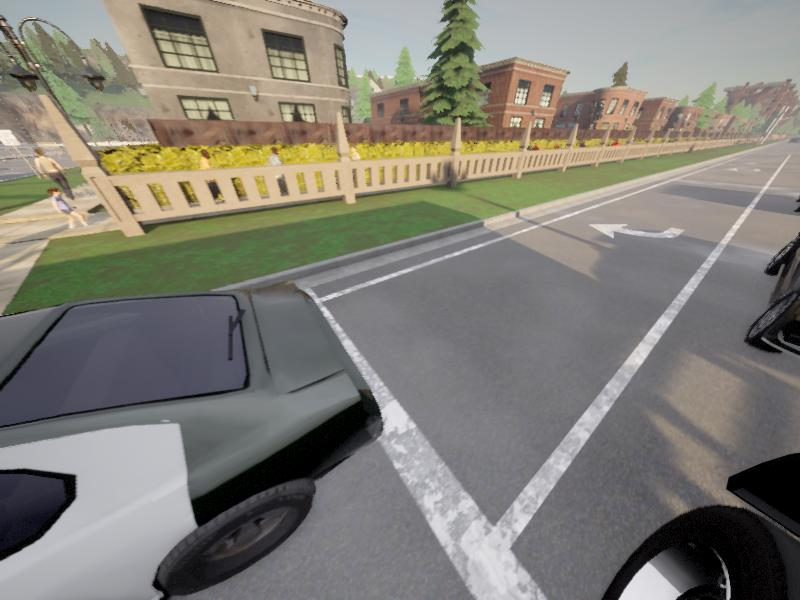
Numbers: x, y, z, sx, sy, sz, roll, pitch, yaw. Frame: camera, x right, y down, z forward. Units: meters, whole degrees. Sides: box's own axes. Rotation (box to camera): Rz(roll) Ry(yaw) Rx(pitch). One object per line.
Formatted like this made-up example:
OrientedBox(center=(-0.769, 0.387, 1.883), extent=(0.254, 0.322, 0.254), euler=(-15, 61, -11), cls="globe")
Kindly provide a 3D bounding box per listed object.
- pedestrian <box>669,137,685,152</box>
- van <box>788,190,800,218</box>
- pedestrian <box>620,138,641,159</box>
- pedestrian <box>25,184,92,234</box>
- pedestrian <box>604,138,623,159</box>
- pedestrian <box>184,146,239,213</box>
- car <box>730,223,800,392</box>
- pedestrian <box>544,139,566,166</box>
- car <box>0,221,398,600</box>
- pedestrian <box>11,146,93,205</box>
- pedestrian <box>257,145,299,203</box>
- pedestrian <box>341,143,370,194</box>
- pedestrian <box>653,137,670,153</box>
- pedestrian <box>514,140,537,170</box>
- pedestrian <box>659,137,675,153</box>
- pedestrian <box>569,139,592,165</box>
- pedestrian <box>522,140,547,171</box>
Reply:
OrientedBox(center=(43.274, -24.281, 36.085), extent=(0.751, 1.860, 0.751), euler=(-22, 40, -27), cls="pedestrian")
OrientedBox(center=(15.483, -3.971, 7.695), extent=(4.442, 1.987, 1.775), euler=(-22, 41, -28), cls="van")
OrientedBox(center=(25.642, -16.873, 25.717), extent=(0.751, 1.860, 0.751), euler=(-23, 41, -28), cls="pedestrian")
OrientedBox(center=(-9.037, -2.432, 6.167), extent=(0.500, 1.100, 0.500), euler=(29, 45, 35), cls="pedestrian")
OrientedBox(center=(23.921, -16.979, 25.880), extent=(0.751, 1.860, 0.751), euler=(-22, 41, -28), cls="pedestrian")
OrientedBox(center=(-6.270, -4.026, 7.746), extent=(0.751, 1.860, 0.751), euler=(-23, 41, -29), cls="pedestrian")
OrientedBox(center=(6.702, -0.246, 2.797), extent=(5.027, 1.651, 2.152), euler=(-22, 41, -28), cls="car")
OrientedBox(center=(13.270, -12.608, 19.765), extent=(0.751, 1.860, 0.751), euler=(-21, 40, -26), cls="pedestrian")
OrientedBox(center=(-2.656, 1.089, 1.057), extent=(4.974, 1.542, 2.038), euler=(-21, 40, -27), cls="car")
OrientedBox(center=(-13.024, -4.703, 8.759), extent=(0.751, 1.860, 0.751), euler=(-22, 41, -28), cls="pedestrian")
OrientedBox(center=(-4.645, -4.829, 8.872), extent=(0.751, 1.860, 0.751), euler=(-28, 43, -33), cls="pedestrian")
OrientedBox(center=(-1.949, -5.847, 10.295), extent=(0.751, 1.860, 0.751), euler=(24, 42, 30), cls="pedestrian")
OrientedBox(center=(38.769, -22.967, 34.257), extent=(0.751, 1.860, 0.751), euler=(-23, 41, -28), cls="pedestrian")
OrientedBox(center=(9.304, -10.753, 17.165), extent=(0.751, 1.860, 0.751), euler=(-20, 40, -25), cls="pedestrian")
OrientedBox(center=(38.579, -22.359, 33.395), extent=(0.751, 1.860, 0.751), euler=(-28, 43, -33), cls="pedestrian")
OrientedBox(center=(15.666, -12.848, 20.087), extent=(0.751, 1.860, 0.751), euler=(-23, 41, -28), cls="pedestrian")
OrientedBox(center=(9.698, -10.434, 16.709), extent=(0.751, 1.860, 0.751), euler=(-22, 41, -28), cls="pedestrian")
